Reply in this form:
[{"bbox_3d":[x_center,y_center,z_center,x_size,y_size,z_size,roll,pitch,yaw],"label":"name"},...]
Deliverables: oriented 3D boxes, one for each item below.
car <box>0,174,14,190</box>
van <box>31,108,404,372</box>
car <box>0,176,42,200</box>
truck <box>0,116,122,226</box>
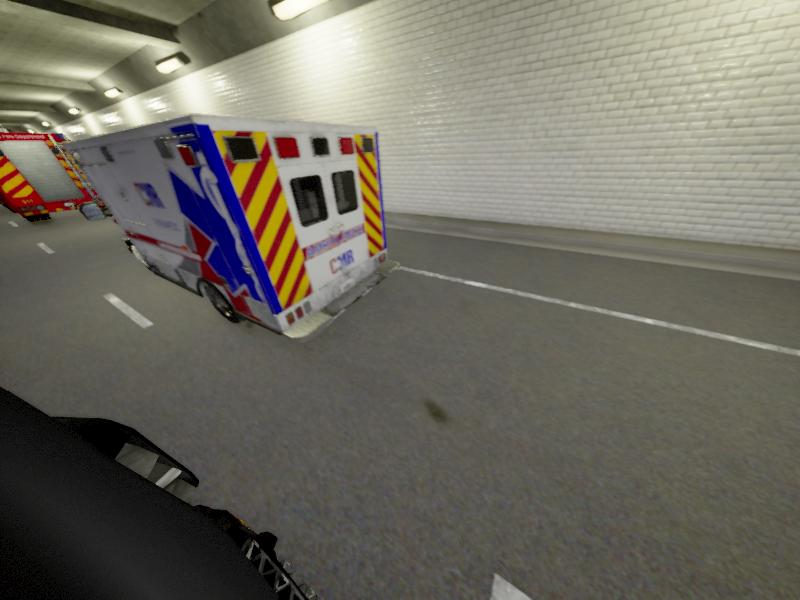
[{"bbox_3d":[-46.394,-13.327,26.202,3.633,1.501,1.845,15,37,25],"label":"car"},{"bbox_3d":[-3.316,-1.514,4.305,6.366,2.431,2.351,16,38,26],"label":"van"},{"bbox_3d":[-32.598,-9.435,19.363,4.674,1.442,1.812,16,38,26],"label":"car"},{"bbox_3d":[-18.972,-6.542,11.813,8.468,3.827,2.891,16,38,26],"label":"truck"}]
